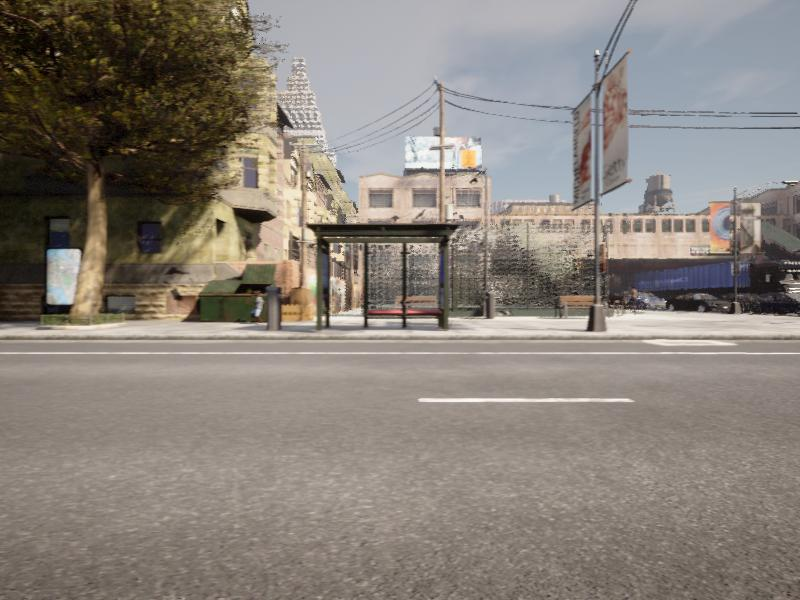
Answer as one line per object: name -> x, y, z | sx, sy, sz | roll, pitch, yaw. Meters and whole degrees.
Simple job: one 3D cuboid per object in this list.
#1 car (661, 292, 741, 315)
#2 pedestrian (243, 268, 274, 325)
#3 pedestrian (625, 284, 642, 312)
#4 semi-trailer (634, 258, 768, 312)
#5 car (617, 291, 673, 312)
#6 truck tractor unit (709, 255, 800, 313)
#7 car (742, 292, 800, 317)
car -> 21.689, 0.223, 29.152 | 2.097, 1.535, 5.008 | 0, 0, 0
pedestrian -> -4.726, -0.115, 13.415 | 0.751, 1.860, 0.751 | 0, 0, 1
pedestrian -> 15.938, -0.115, 27.328 | 0.751, 1.860, 0.751 | 0, 0, -4
semi-trailer -> 28.888, -1.219, 39.966 | 2.717, 4.402, 14.254 | 0, 0, 1
car -> 21.608, 0.098, 35.578 | 2.185, 1.767, 4.553 | 0, 0, 0
truck tractor unit -> 28.789, -1.124, 32.057 | 3.053, 4.208, 6.516 | 0, 0, 1
car -> 24.554, 0.251, 25.085 | 2.163, 1.488, 4.792 | 0, 0, 1
